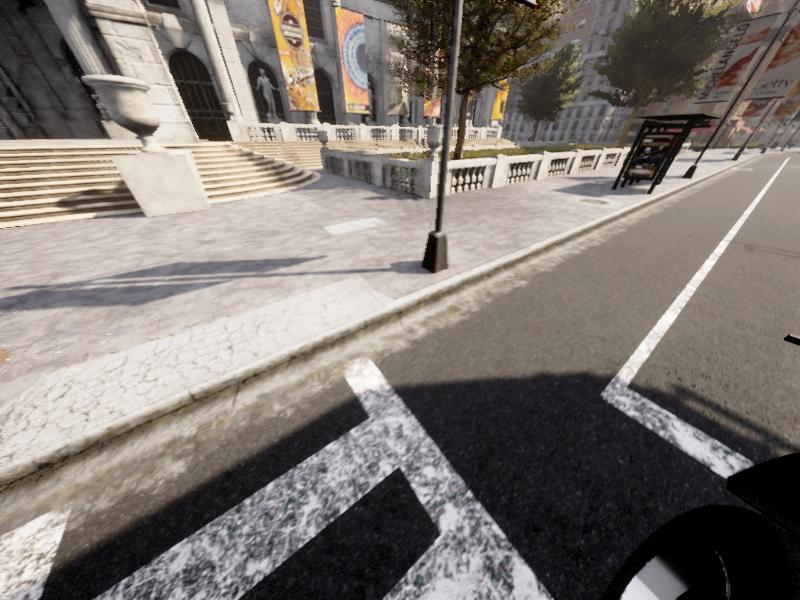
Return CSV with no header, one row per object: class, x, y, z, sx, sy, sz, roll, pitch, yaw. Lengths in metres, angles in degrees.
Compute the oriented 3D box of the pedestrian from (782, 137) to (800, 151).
pedestrian,63.038,-25.046,37.008,0.751,1.860,0.751,-3,35,-4
